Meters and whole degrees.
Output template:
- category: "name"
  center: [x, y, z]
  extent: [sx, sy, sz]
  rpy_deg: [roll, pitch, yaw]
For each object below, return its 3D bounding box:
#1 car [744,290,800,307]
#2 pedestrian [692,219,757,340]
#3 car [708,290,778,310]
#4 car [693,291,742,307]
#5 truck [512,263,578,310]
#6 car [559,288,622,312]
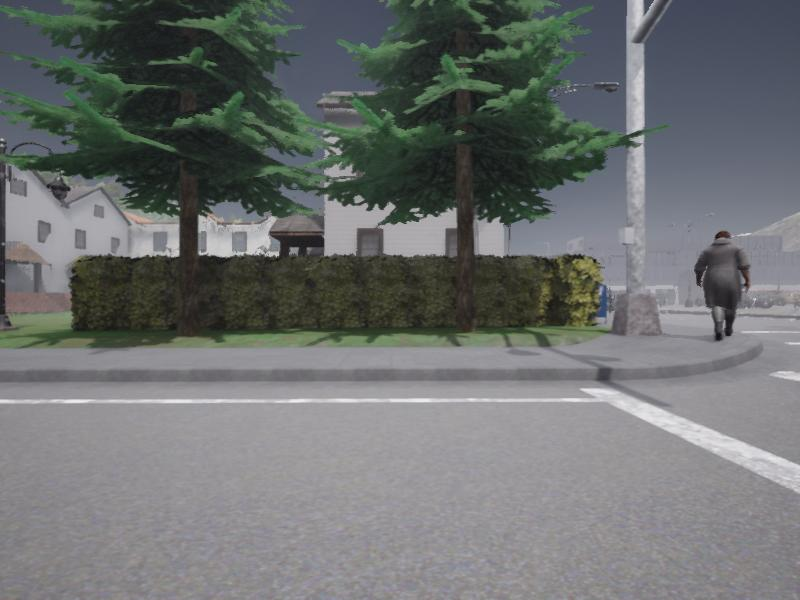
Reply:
- category: "car"
  center: [38.509, -0.174, 40.959]
  extent: [2.152, 1.636, 5.027]
  rpy_deg: [0, 0, -1]
- category: "pedestrian"
  center: [5.401, -0.310, 6.660]
  extent: [0.751, 1.860, 0.751]
  rpy_deg: [0, 0, -44]
- category: "car"
  center: [28.511, -0.011, 33.476]
  extent: [2.007, 1.523, 4.514]
  rpy_deg: [0, 0, -1]
- category: "car"
  center: [32.096, -0.083, 40.565]
  extent: [1.970, 1.475, 3.806]
  rpy_deg: [0, 0, -1]
- category: "truck"
  center: [13.063, -1.136, 36.949]
  extent: [2.891, 3.827, 8.468]
  rpy_deg: [0, 0, -1]
- category: "car"
  center: [13.133, 0.011, 28.032]
  extent: [2.038, 1.542, 4.974]
  rpy_deg: [0, 0, 0]
